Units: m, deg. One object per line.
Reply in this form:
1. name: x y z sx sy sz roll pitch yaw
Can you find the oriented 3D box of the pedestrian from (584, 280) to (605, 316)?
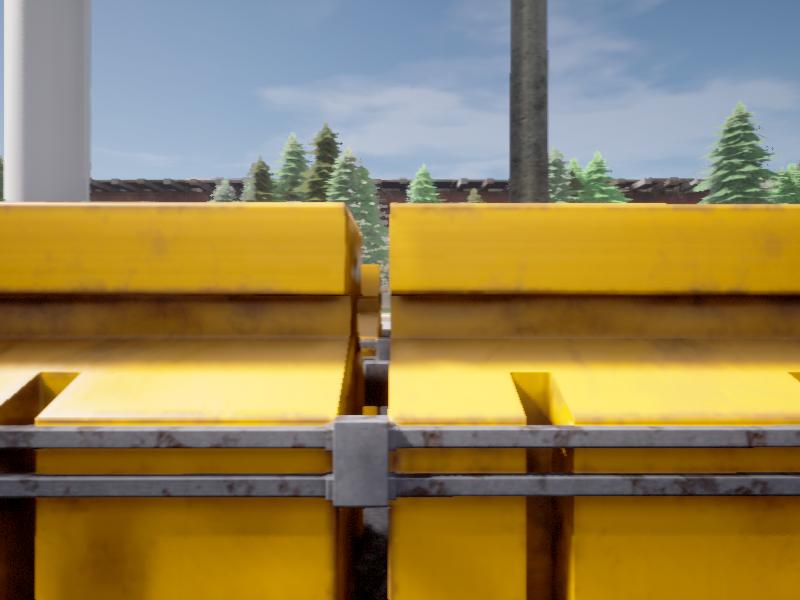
1. pedestrian: 10.161 -0.102 20.943 0.751 1.860 0.751 0 0 0
